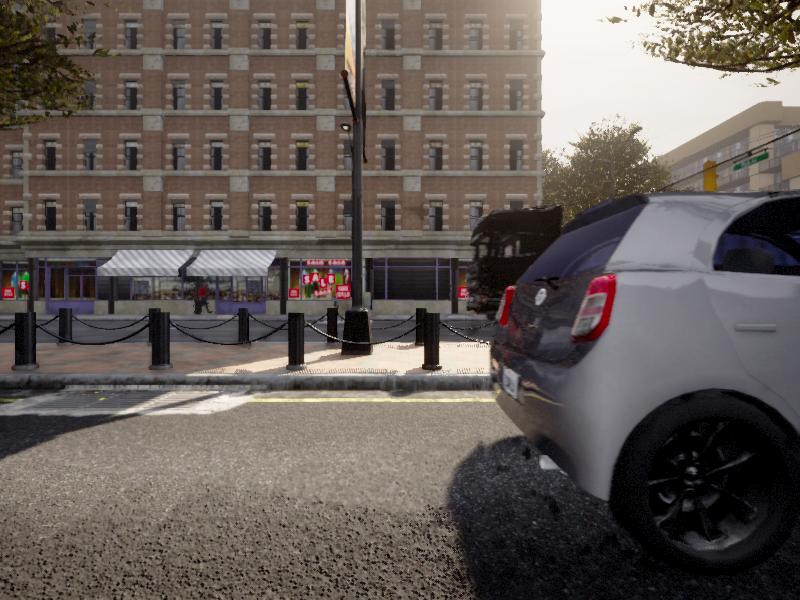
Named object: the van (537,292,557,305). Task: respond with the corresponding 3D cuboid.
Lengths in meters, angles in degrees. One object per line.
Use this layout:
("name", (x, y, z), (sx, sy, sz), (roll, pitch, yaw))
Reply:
("van", (30.422, -0.286, 83.072), (1.988, 2.561, 5.915), (0, 0, 0))

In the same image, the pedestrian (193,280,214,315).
("pedestrian", (-10.632, -0.113, 21.675), (0.751, 1.860, 0.751), (0, 0, 1))

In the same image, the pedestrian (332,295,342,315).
("pedestrian", (-3.454, 0.266, 21.974), (0.500, 1.100, 0.500), (0, 0, -1))

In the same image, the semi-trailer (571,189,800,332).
("semi-trailer", (13.580, -1.220, 13.705), (14.254, 4.402, 2.717), (0, 0, 0))

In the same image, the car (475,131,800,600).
("car", (2.406, 0.225, 2.192), (3.633, 1.501, 1.845), (0, 0, 0))

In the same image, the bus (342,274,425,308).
("bus", (-2.059, -1.133, 51.914), (10.273, 4.253, 3.944), (0, 0, 0))

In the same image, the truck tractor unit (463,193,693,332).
("truck tractor unit", (5.665, -1.125, 13.695), (6.516, 4.208, 3.053), (0, 0, 0))
